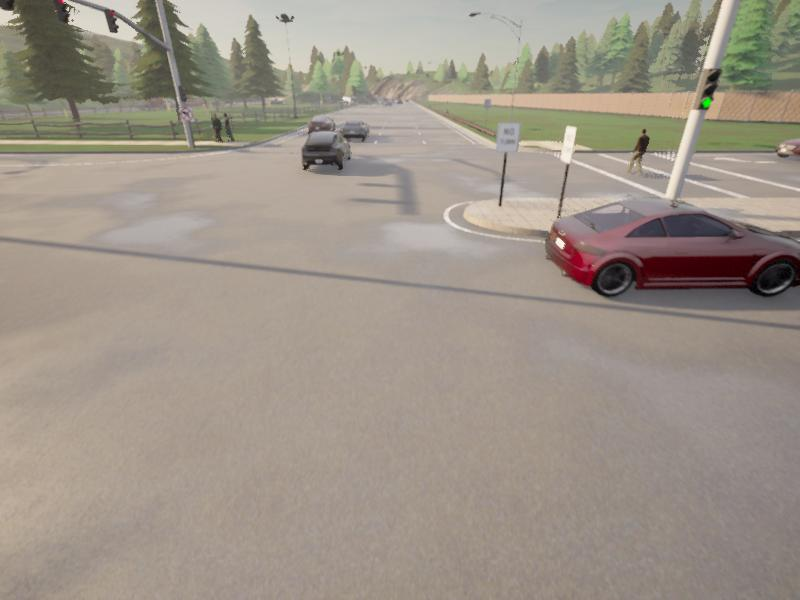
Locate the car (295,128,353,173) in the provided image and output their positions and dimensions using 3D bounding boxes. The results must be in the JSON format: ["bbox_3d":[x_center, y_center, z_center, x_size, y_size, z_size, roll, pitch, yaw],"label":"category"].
[{"bbox_3d":[-3.502,-7.327,19.340,1.837,1.490,4.892,0,27,0],"label":"car"}]

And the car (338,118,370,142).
[{"bbox_3d":[-3.505,-13.273,31.092,1.994,1.385,4.181,0,27,0],"label":"car"}]

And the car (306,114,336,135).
[{"bbox_3d":[-7.012,-15.802,35.965,1.812,1.442,4.674,0,27,0],"label":"car"}]

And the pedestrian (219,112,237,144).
[{"bbox_3d":[-11.468,-11.482,26.711,0.751,1.860,0.751,-12,30,-22],"label":"pedestrian"}]

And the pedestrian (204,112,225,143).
[{"bbox_3d":[-12.465,-11.580,26.906,0.751,1.860,0.751,-1,27,-2],"label":"pedestrian"}]

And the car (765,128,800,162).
[{"bbox_3d":[22.035,-7.922,20.419,4.674,1.442,1.812,0,27,1],"label":"car"}]

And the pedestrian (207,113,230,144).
[{"bbox_3d":[-11.989,-11.361,26.476,0.751,1.860,0.751,4,27,8],"label":"pedestrian"}]

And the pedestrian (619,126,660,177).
[{"bbox_3d":[9.762,-6.083,16.385,0.751,1.860,0.751,-3,27,-6],"label":"pedestrian"}]

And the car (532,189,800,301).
[{"bbox_3d":[4.889,-1.084,7.243,4.181,1.385,1.994,-1,27,-1],"label":"car"}]
